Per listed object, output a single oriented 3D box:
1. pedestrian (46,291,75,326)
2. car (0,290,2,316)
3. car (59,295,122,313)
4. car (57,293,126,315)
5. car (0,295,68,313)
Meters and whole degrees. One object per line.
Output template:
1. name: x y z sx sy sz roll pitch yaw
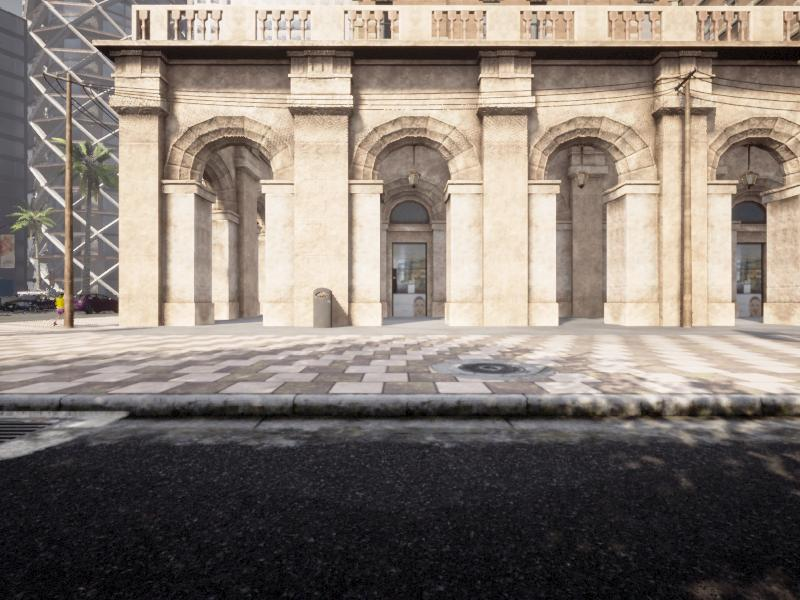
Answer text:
1. pedestrian: -10.721 0.265 12.657 0.500 1.100 0.500 0 0 -1
2. car: -25.818 0.170 22.381 1.930 1.638 5.238 0 0 0
3. car: -25.814 0.306 33.598 1.994 1.385 4.181 0 0 1
4. car: -22.326 0.254 29.207 1.816 1.474 4.193 0 0 0
5. car: -29.330 0.306 32.114 1.994 1.385 4.181 0 0 -1
